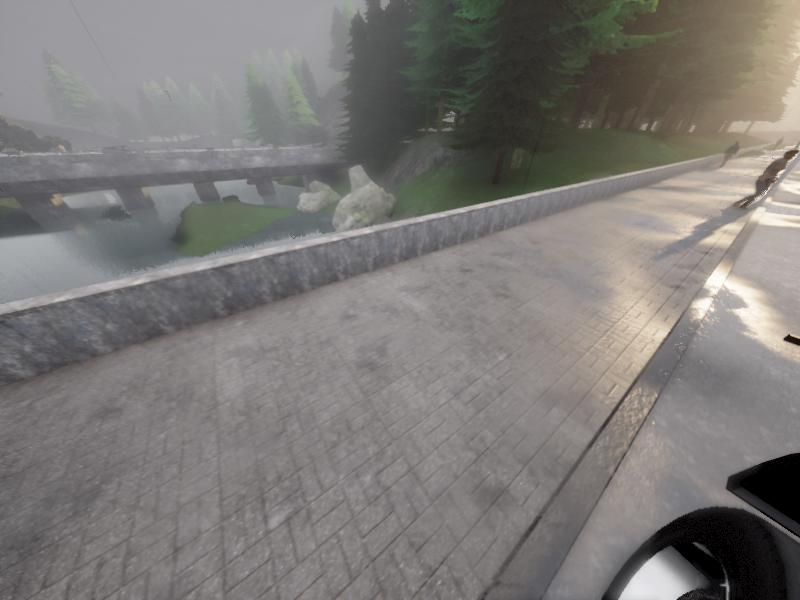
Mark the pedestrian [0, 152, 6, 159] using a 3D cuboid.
[{"bbox_3d":[-53.774,-19.744,30.477,0.751,1.860,0.751,-23,41,-29],"label":"pedestrian"}]

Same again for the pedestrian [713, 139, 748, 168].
[{"bbox_3d":[26.146,-11.592,18.310,0.751,1.860,0.751,-27,43,-32],"label":"pedestrian"}]

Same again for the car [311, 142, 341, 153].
[{"bbox_3d":[-14.002,-28.967,43.795,4.892,1.490,1.837,-22,41,-28],"label":"car"}]

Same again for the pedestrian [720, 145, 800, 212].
[{"bbox_3d":[12.078,-3.964,7.601,0.751,1.860,0.751,-1,35,-1],"label":"pedestrian"}]

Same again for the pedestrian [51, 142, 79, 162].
[{"bbox_3d":[-37.178,-16.444,25.673,0.751,1.860,0.751,-7,36,-9],"label":"pedestrian"}]

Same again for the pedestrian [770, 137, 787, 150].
[{"bbox_3d":[65.285,-27.001,39.865,0.751,1.860,0.751,-23,41,-28],"label":"pedestrian"}]

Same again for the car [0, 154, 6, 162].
[{"bbox_3d":[-50.925,-16.841,26.923,4.674,1.442,1.812,-22,41,-27],"label":"car"}]

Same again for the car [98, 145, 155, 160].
[{"bbox_3d":[-36.538,-19.889,31.064,4.514,1.525,2.007,-22,41,-28],"label":"car"}]

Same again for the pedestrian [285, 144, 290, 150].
[{"bbox_3d":[-23.344,-31.690,47.846,0.500,1.100,0.500,-21,40,-26],"label":"pedestrian"}]
